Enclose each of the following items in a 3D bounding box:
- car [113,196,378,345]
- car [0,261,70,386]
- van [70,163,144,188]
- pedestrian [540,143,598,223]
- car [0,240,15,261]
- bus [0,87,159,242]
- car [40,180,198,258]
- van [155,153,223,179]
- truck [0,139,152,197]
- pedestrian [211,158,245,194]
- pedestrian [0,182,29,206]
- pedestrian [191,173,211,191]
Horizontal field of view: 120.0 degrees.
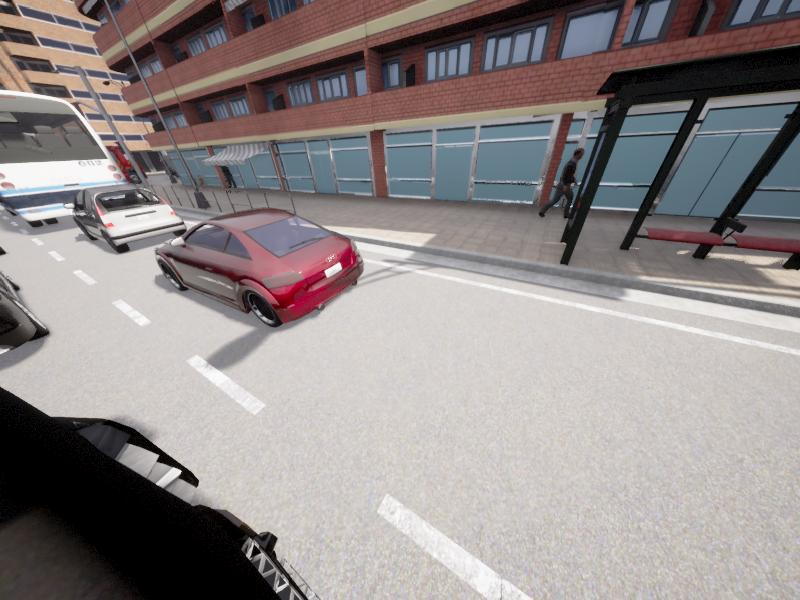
[{"bbox_3d":[-2.783,-0.949,4.357,4.181,1.385,1.994,15,37,25],"label":"car"},{"bbox_3d":[-7.291,-0.091,3.169,5.238,1.638,1.930,16,38,26],"label":"car"},{"bbox_3d":[-32.431,-14.014,25.782,1.775,1.987,4.442,16,38,26],"label":"van"},{"bbox_3d":[4.635,-3.229,6.452,0.751,1.860,0.751,16,38,26],"label":"pedestrian"},{"bbox_3d":[-13.675,-1.919,6.392,4.611,1.667,2.242,16,38,26],"label":"car"},{"bbox_3d":[-16.818,-6.030,10.494,10.273,4.253,3.944,16,38,26],"label":"bus"},{"bbox_3d":[-8.838,-2.756,7.334,3.988,1.617,1.851,16,38,26],"label":"car"},{"bbox_3d":[-28.275,-18.244,31.328,1.988,2.561,5.915,16,38,26],"label":"van"},{"bbox_3d":[-29.492,-12.699,21.910,2.891,3.827,8.468,-6,34,-5],"label":"truck"},{"bbox_3d":[-10.426,-7.518,14.082,0.751,1.860,0.751,11,36,20],"label":"pedestrian"},{"bbox_3d":[-26.266,-7.121,15.497,0.751,1.300,0.751,-27,40,-31],"label":"pedestrian"},{"bbox_3d":[-13.996,-8.307,16.268,0.500,1.100,0.500,18,39,28],"label":"pedestrian"}]
